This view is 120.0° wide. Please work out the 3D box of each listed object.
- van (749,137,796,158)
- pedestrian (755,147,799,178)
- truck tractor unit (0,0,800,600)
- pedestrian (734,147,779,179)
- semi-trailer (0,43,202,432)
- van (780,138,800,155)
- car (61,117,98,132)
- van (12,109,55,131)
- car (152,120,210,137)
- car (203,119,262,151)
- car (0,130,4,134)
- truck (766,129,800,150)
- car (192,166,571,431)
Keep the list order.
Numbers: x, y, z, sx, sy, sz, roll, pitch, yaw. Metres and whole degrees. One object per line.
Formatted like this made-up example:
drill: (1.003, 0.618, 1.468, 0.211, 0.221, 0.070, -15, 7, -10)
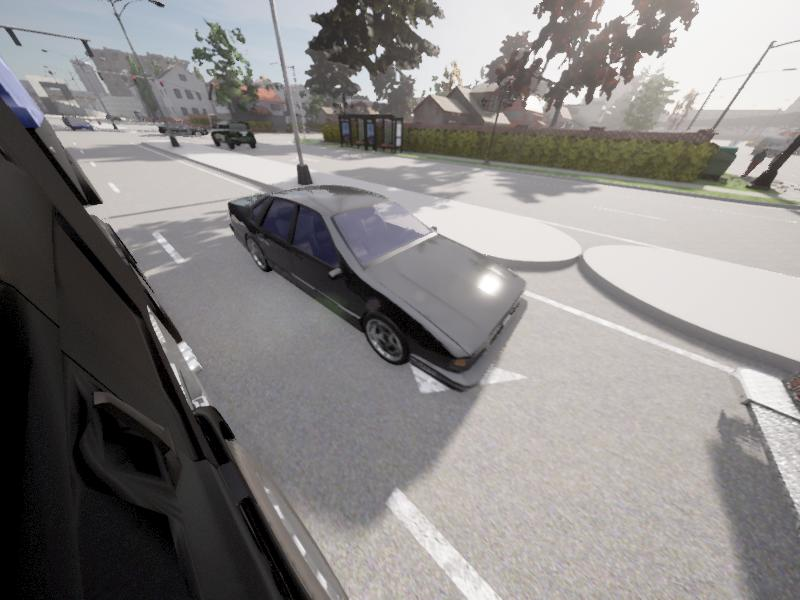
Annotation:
van: (61.420, -25.384, 38.291, 1.988, 2.561, 5.915, 28, 45, 30)
pedestrian: (28.169, -10.296, 17.318, 0.751, 1.860, 0.751, 29, 44, 31)
truck tractor unit: (-2.645, -0.295, 0.351, 6.516, 4.208, 3.053, 28, 44, 30)
pedestrian: (24.884, -9.596, 16.176, 0.751, 1.860, 0.751, 28, 44, 30)
semi-trailer: (-8.700, -3.609, 4.216, 14.254, 4.402, 2.717, 28, 44, 30)
van: (75.886, -28.890, 43.483, 2.351, 2.431, 6.366, 28, 45, 30)
car: (-43.826, -23.985, 31.566, 4.792, 1.488, 2.163, 27, 43, 29)
van: (-46.904, -23.061, 29.678, 4.480, 2.038, 2.069, 28, 44, 30)
car: (-29.064, -22.875, 30.897, 5.238, 1.638, 1.930, -17, 42, -25)
car: (-15.475, -15.273, 21.299, 5.566, 2.045, 2.150, 28, 44, 30)
car: (-42.131, -16.533, 21.842, 1.994, 1.385, 4.181, 5, 37, 2)
truck: (93.632, -38.637, 55.574, 2.891, 3.827, 8.468, 28, 45, 30)
car: (-0.853, -0.913, 3.648, 5.357, 1.411, 2.033, 28, 44, 30)
